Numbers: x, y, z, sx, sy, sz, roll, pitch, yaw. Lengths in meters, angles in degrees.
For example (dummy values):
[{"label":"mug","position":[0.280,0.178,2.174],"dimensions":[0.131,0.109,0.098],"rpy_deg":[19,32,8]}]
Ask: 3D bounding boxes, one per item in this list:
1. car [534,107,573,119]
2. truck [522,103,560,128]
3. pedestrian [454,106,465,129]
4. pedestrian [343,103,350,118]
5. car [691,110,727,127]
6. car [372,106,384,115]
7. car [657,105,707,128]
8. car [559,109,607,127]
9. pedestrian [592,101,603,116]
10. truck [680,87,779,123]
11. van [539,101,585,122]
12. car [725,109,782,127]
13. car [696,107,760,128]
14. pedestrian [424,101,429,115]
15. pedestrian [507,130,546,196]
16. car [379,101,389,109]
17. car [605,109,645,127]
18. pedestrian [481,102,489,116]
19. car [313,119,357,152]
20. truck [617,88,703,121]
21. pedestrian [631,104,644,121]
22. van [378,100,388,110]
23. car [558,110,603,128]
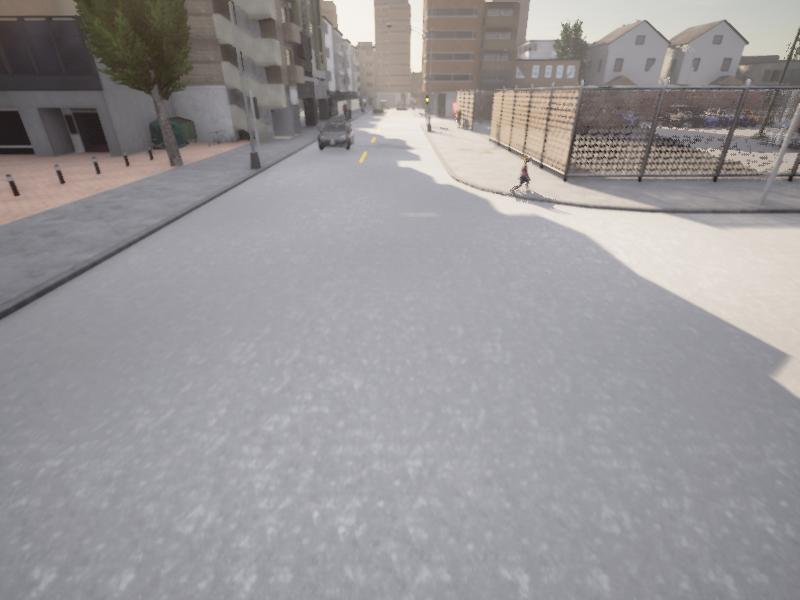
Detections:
[{"label":"car","position":[20.266,-24.731,52.970],"dimensions":[4.181,1.385,1.994],"rpy_deg":[0,27,0]},{"label":"truck","position":[13.992,-18.541,40.121],"dimensions":[2.069,2.038,4.478],"rpy_deg":[0,27,0]},{"label":"pedestrian","position":[5.383,-16.569,36.406],"dimensions":[0.751,1.860,0.751],"rpy_deg":[0,27,0]},{"label":"pedestrian","position":[-7.186,-25.584,53.965],"dimensions":[0.751,1.860,0.751],"rpy_deg":[2,27,4]},{"label":"car","position":[29.907,-17.594,38.825],"dimensions":[1.481,1.379,2.207],"rpy_deg":[0,27,0]},{"label":"car","position":[-3.838,-33.691,71.034],"dimensions":[1.895,1.301,4.718],"rpy_deg":[0,27,0]},{"label":"car","position":[27.747,-18.173,39.504],"dimensions":[1.905,1.878,3.866],"rpy_deg":[0,27,0]},{"label":"car","position":[18.179,-18.183,39.928],"dimensions":[3.705,1.547,1.789],"rpy_deg":[0,27,0]},{"label":"pedestrian","position":[28.644,-27.797,58.054],"dimensions":[0.751,1.860,0.751],"rpy_deg":[1,27,3]},{"label":"truck","position":[39.999,-23.815,48.874],"dimensions":[8.468,3.827,2.891],"rpy_deg":[0,27,0]},{"label":"van","position":[19.895,-23.207,49.244],"dimensions":[4.480,2.038,2.069],"rpy_deg":[2,27,-1]},{"label":"car","position":[35.211,-18.249,39.988],"dimensions":[1.816,1.474,4.193],"rpy_deg":[0,27,0]},{"label":"car","position":[32.038,-17.968,39.312],"dimensions":[2.242,1.667,4.611],"rpy_deg":[0,27,0]},{"label":"pedestrian","position":[4.127,-29.893,62.241],"dimensions":[0.751,1.860,0.751],"rpy_deg":[-1,27,-2]},{"label":"pedestrian","position":[3.938,-4.287,12.567],"dimensions":[0.751,1.860,0.751],"rpy_deg":[-1,27,-1]},{"label":"car","position":[-3.751,-47.429,97.437],"dimensions":[2.242,1.667,4.611],"rpy_deg":[0,27,0]},{"label":"car","position":[22.633,-18.441,40.425],"dimensions":[1.845,1.501,3.633],"rpy_deg":[0,27,0]},{"label":"pedestrian","position":[12.062,-27.210,56.991],"dimensions":[0.751,1.860,0.751],"rpy_deg":[-4,28,-8]},{"label":"car","position":[-3.968,-10.492,25.312],"dimensions":[2.007,1.525,4.514],"rpy_deg":[0,27,0]},{"label":"truck","position":[33.905,-25.649,52.462],"dimensions":[8.468,3.827,2.891],"rpy_deg":[0,27,0]},{"label":"pedestrian","position":[28.646,-22.637,48.271],"dimensions":[0.751,1.860,0.751],"rpy_deg":[-18,32,-31]},{"label":"van","position":[-3.775,-44.157,90.546],"dimensions":[2.069,2.038,4.480],"rpy_deg":[0,27,0]},{"label":"car","position":[17.953,-18.193,40.103],"dimensions":[2.033,1.415,5.357],"rpy_deg":[0,27,0]}]
